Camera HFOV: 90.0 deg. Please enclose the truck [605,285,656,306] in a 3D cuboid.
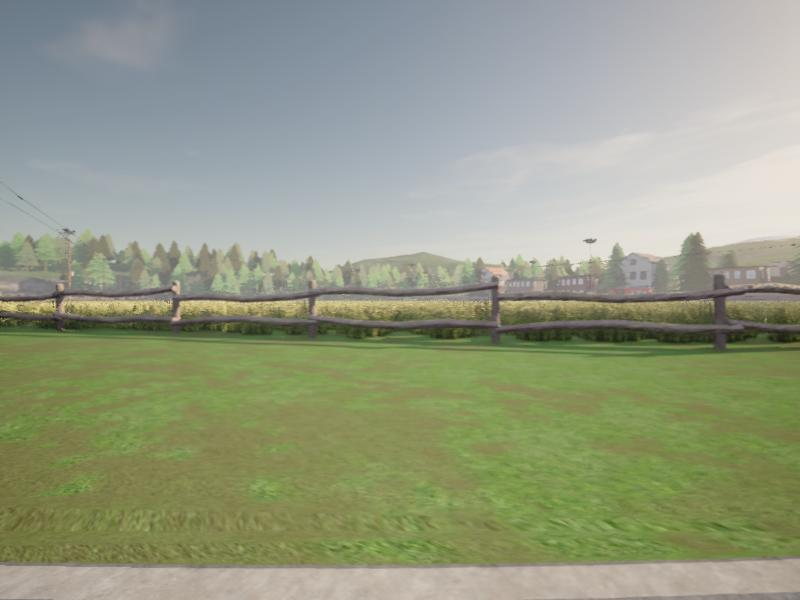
[{"bbox_3d":[45.560,-0.839,79.424,2.891,3.827,8.468,0,0,-32],"label":"truck"}]
